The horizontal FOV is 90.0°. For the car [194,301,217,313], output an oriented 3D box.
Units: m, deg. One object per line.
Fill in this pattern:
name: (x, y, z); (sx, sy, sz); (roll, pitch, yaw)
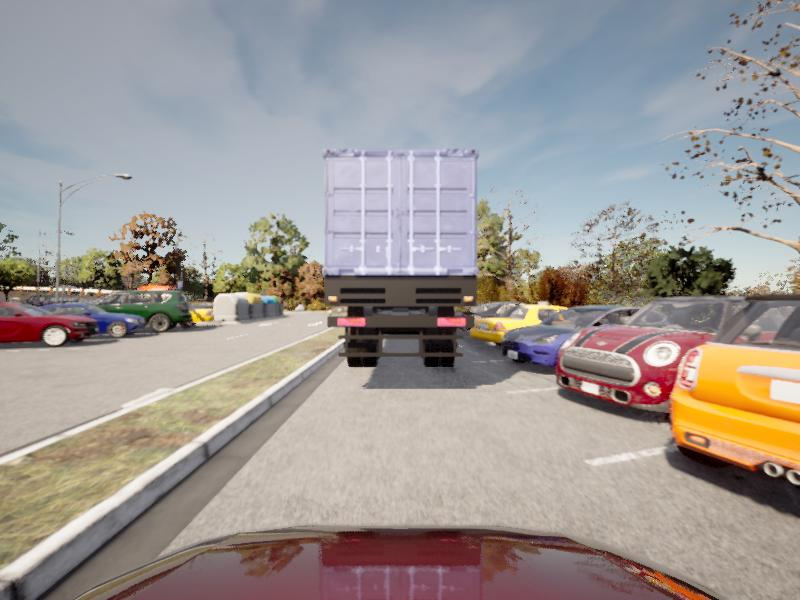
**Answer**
car: (-27.295, 1.060, 56.247); (2.231, 1.521, 4.892); (1, -3, -19)

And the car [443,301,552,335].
car: (4.862, 0.852, 20.112); (4.892, 1.521, 2.231); (1, 0, -20)

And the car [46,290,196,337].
car: (-13.308, 0.572, 19.641); (5.566, 2.045, 2.435); (-1, 0, -20)

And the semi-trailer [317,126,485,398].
semi-trailer: (0.020, -0.604, 13.594); (2.717, 4.402, 14.254); (0, 0, 0)

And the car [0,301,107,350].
car: (-13.315, 0.827, 13.615); (5.008, 1.535, 2.097); (-1, 0, -20)

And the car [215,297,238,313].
car: (-24.291, 0.808, 56.230); (2.435, 2.045, 5.566); (1, -3, -19)

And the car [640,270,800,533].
car: (4.801, 0.707, 3.557); (4.553, 1.767, 2.185); (1, 0, -20)

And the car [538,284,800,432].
car: (4.866, 0.711, 6.548); (4.553, 1.767, 2.185); (1, 0, -20)

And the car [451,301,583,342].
car: (4.845, 0.849, 16.717); (4.892, 1.521, 2.231); (1, 0, -20)

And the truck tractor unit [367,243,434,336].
truck tractor unit: (0.025, -0.496, 21.508); (3.053, 4.208, 6.516); (0, 0, 0)

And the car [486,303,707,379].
car: (4.814, 0.870, 9.918); (4.792, 1.488, 2.163); (1, 0, -20)

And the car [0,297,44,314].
car: (-37.863, 0.528, 39.624); (1.946, 1.575, 5.366); (0, -1, -19)

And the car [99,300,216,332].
car: (-13.441, 0.812, 22.616); (5.366, 1.575, 1.946); (-1, 1, -20)

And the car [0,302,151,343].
car: (-13.296, 0.868, 16.640); (4.674, 1.452, 2.002); (-1, 0, -20)

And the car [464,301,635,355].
car: (5.017, 0.844, 13.392); (5.366, 1.575, 1.946); (1, 0, -20)

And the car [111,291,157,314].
car: (-25.945, 0.273, 39.262); (2.435, 2.045, 5.566); (1, -1, -19)

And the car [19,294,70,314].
car: (-34.829, 0.401, 39.381); (2.185, 1.767, 4.553); (0, -1, -19)

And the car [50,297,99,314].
car: (-31.878, 0.528, 39.361); (2.231, 1.521, 4.892); (0, -1, -19)

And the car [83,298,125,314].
car: (-28.920, 0.566, 39.322); (2.002, 1.452, 4.674); (1, -1, -19)
